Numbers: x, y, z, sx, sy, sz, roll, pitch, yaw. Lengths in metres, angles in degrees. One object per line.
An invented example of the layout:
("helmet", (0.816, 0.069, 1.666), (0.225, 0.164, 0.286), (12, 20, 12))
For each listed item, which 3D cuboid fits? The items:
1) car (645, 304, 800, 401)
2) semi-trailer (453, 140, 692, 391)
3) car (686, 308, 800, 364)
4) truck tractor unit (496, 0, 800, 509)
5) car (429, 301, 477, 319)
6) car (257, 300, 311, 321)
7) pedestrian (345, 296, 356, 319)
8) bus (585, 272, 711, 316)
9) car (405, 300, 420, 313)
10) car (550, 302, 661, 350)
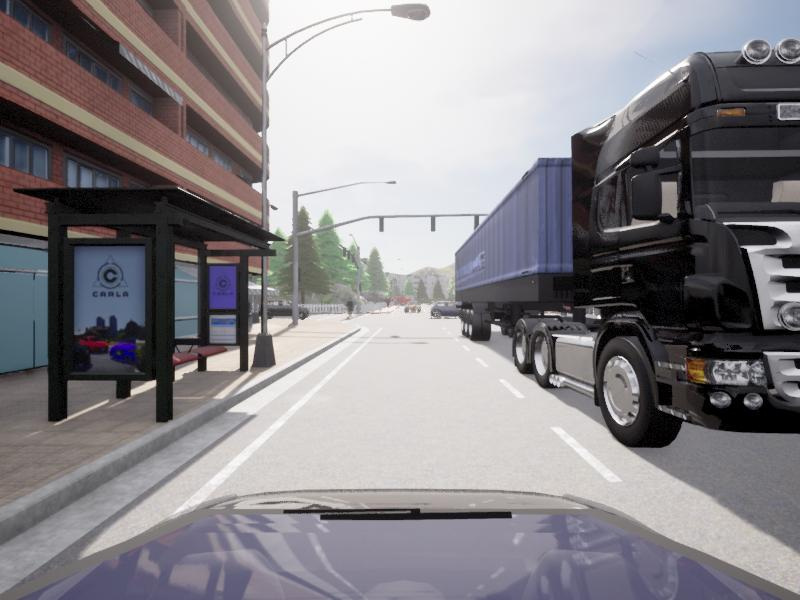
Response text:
("car", (7.280, 0.845, 8.035), (1.837, 1.490, 4.892), (0, 0, 2))
("semi-trailer", (3.960, -0.618, 14.165), (2.717, 4.402, 14.254), (0, 0, 2))
("car", (10.890, 0.944, 11.627), (1.895, 1.301, 4.718), (0, 0, 2))
("truck tractor unit", (3.726, -0.516, 6.257), (3.053, 4.208, 6.516), (0, 0, 2))
("car", (4.463, 0.836, 34.159), (3.806, 1.475, 1.970), (0, 0, 0))
("car", (-8.730, 0.759, 30.392), (3.705, 1.549, 1.789), (0, 0, -8))
("pedestrian", (-4.082, 0.587, 32.888), (0.751, 1.860, 0.751), (0, 0, 6))
("bus", (24.878, -0.589, 40.654), (10.273, 4.253, 3.944), (0, 0, 1))
("car", (1.651, 0.801, 52.279), (1.801, 1.575, 5.366), (0, 0, 3))
("car", (7.494, 0.845, 15.241), (1.837, 1.490, 4.892), (0, 0, 2))
